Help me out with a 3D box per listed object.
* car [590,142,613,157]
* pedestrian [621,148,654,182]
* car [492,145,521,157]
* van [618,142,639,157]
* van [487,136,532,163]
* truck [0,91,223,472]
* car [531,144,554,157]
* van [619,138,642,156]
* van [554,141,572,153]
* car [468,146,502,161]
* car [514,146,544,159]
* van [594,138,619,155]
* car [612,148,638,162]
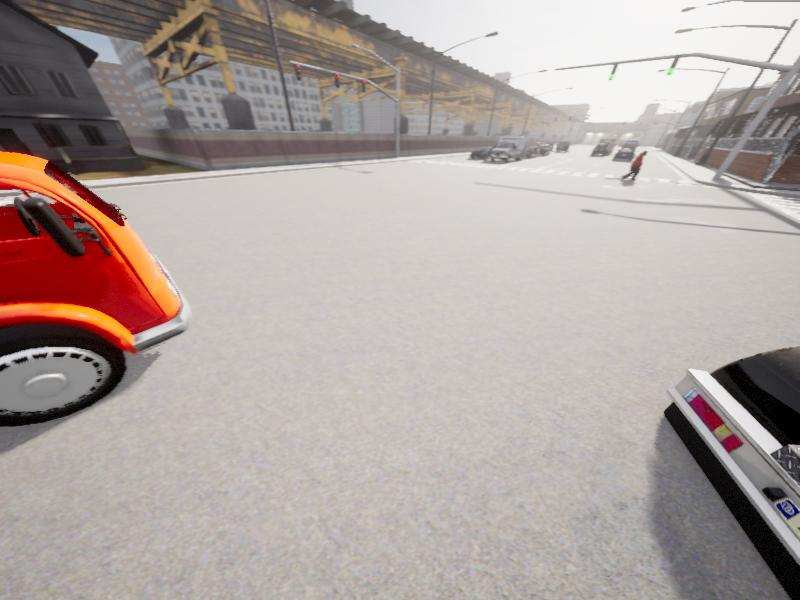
[{"bbox_3d":[33.498,-25.073,38.437,1.932,1.855,4.605,27,43,32],"label":"car"},{"bbox_3d":[15.457,-8.820,15.084,0.751,1.860,0.751,25,42,30],"label":"pedestrian"},{"bbox_3d":[16.296,-22.741,35.206,2.033,1.411,5.357,27,43,32],"label":"car"},{"bbox_3d":[37.691,-24.810,38.053,1.775,1.987,4.442,26,43,32],"label":"van"},{"bbox_3d":[13.016,-17.850,27.337,2.351,2.431,6.366,27,43,32],"label":"van"},{"bbox_3d":[-4.900,0.330,1.261,2.627,2.467,5.204,27,43,32],"label":"truck"},{"bbox_3d":[23.039,-24.167,37.273,1.837,1.490,4.892,27,43,32],"label":"car"},{"bbox_3d":[42.129,-27.997,42.174,1.988,2.561,5.915,27,43,32],"label":"van"},{"bbox_3d":[32.981,-31.004,46.709,1.775,1.987,4.442,27,43,32],"label":"van"},{"bbox_3d":[11.172,-19.317,30.265,2.033,1.411,5.357,27,43,32],"label":"car"},{"bbox_3d":[18.242,-20.922,32.678,2.033,1.411,5.357,27,43,32],"label":"car"},{"bbox_3d":[38.676,-28.753,43.265,2.351,2.431,6.366,27,43,32],"label":"van"},{"bbox_3d":[30.667,-19.857,31.453,1.994,1.385,4.181,27,43,32],"label":"car"}]
